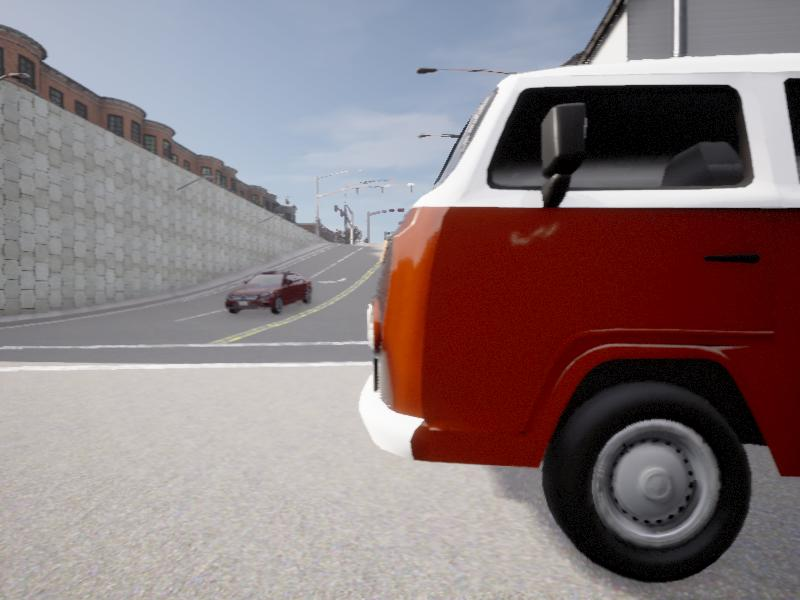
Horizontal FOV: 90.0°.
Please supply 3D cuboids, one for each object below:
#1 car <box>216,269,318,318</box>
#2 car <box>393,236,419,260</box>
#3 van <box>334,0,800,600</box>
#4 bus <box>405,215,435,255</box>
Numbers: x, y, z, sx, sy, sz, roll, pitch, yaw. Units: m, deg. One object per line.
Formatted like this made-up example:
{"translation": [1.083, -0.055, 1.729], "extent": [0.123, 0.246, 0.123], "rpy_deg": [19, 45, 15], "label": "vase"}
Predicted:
{"translation": [-4.949, -0.407, 15.740], "extent": [1.812, 1.442, 4.674], "rpy_deg": [0, 7, 8], "label": "car"}
{"translation": [0.576, -4.521, 34.150], "extent": [1.851, 1.617, 3.988], "rpy_deg": [1, 13, 6], "label": "car"}
{"translation": [2.067, -0.033, 2.182], "extent": [4.480, 2.038, 2.069], "rpy_deg": [0, 0, 1], "label": "van"}
{"translation": [3.195, -9.450, 59.719], "extent": [3.944, 4.253, 10.273], "rpy_deg": [0, 0, 6], "label": "bus"}
